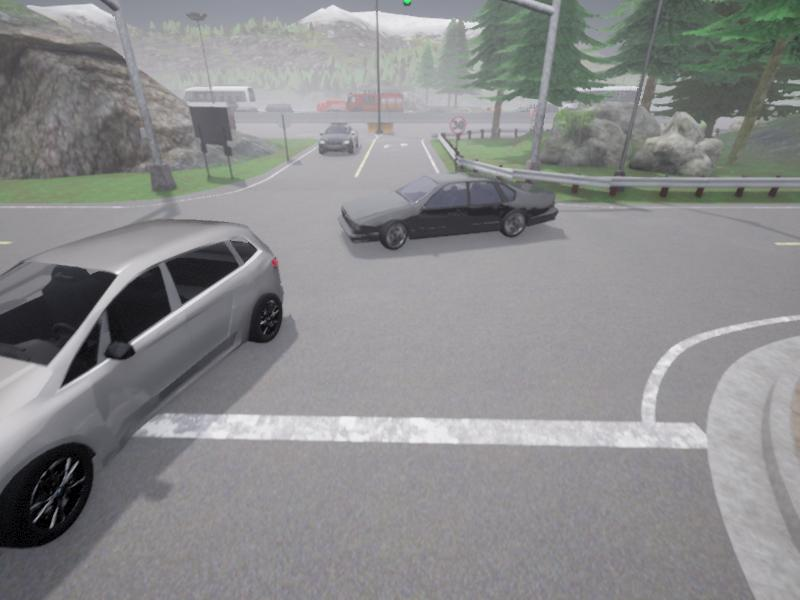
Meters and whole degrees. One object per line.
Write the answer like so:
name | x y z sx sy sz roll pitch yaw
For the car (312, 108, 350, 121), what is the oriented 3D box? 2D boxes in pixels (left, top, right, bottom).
car | -9.692 -26.189 56.450 4.892 1.490 1.837 0 27 0

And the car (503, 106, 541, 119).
car | 18.127 -27.852 59.509 4.856 1.649 2.033 0 27 0

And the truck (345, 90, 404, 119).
truck | -3.654 -28.827 59.031 8.468 3.827 2.891 0 27 0

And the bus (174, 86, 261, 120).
bus | -26.578 -28.967 58.834 10.273 4.253 3.944 0 27 0

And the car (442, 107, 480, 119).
car | 9.036 -27.823 59.531 5.366 1.575 1.801 0 27 0

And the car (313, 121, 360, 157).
car | -3.619 -9.681 23.808 2.038 1.542 4.974 0 27 0

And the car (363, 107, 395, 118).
car | -3.295 -29.364 62.683 4.902 1.511 2.128 0 27 0

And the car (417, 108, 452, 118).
car | 5.324 -29.348 62.687 5.357 1.411 2.033 0 27 0

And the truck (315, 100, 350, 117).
truck | -11.015 -31.421 65.567 5.204 2.467 2.627 0 27 0

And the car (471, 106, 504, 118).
car | 13.641 -29.402 62.651 4.611 1.667 2.242 0 27 0

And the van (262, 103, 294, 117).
van | -20.004 -31.206 65.684 4.442 1.987 1.775 0 27 0

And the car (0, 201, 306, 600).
car | -3.209 0.291 4.340 2.242 1.667 4.611 7 26 14

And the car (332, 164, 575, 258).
car | 1.214 -2.337 9.818 5.357 1.411 2.033 -8 28 -15

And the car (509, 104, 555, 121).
car | 18.527 -26.433 56.303 5.566 2.045 2.150 0 27 0

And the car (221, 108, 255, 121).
car | -22.870 -26.185 56.461 3.806 1.475 1.970 0 27 0

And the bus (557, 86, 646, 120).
bus | 29.328 -28.958 58.797 10.273 4.253 3.944 0 27 0

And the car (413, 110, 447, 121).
car | 4.188 -26.100 56.485 4.718 1.301 1.895 0 27 0
